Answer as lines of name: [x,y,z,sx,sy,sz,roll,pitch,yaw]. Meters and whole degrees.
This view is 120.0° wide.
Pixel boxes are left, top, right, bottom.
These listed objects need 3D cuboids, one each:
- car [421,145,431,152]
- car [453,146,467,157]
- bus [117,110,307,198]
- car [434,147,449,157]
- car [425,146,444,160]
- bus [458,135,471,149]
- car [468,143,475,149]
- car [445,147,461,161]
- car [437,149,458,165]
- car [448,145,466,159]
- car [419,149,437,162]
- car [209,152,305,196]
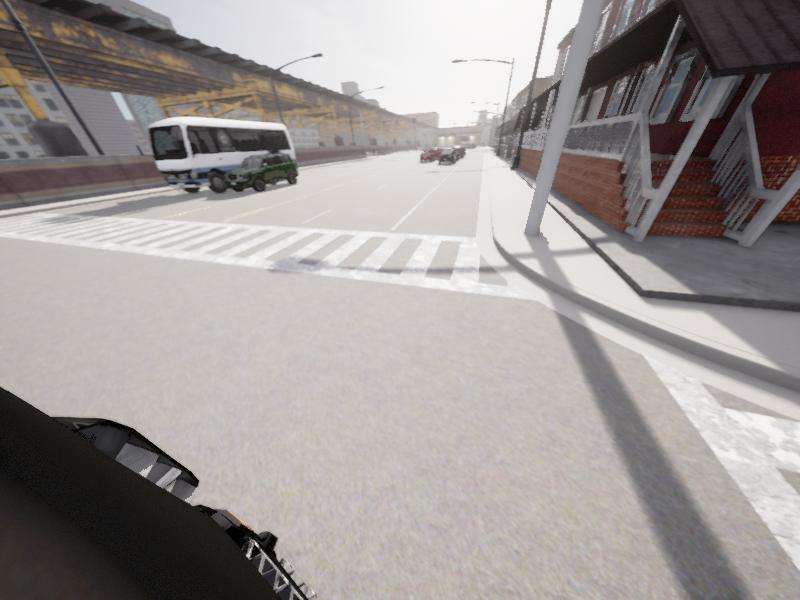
car: [8.567,-49.802,76.031,2.033,1.649,4.856,8,35,15]
car: [11.385,-28.325,43.883,2.007,1.525,4.514,8,35,16]
bus: [-12.509,-11.150,17.726,3.944,4.253,10.273,8,35,15]
car: [8.085,-28.645,44.637,2.128,1.511,4.902,8,35,15]
car: [5.786,-24.396,38.341,2.242,1.667,4.611,8,35,15]
bus: [26.478,-64.697,94.466,3.944,4.253,10.273,8,35,15]
car: [24.452,-52.733,79.134,2.033,1.649,4.856,8,35,15]
car: [7.827,-21.436,33.890,1.845,1.501,3.633,8,35,15]
car: [6.005,-17.973,28.947,1.812,1.442,4.674,7,35,15]
car: [9.532,-24.726,38.534,2.242,1.667,4.611,8,35,16]
car: [4.079,-21.120,33.717,1.845,1.501,3.633,8,35,15]
car: [-9.625,-9.070,16.365,2.150,2.045,5.566,7,36,15]
